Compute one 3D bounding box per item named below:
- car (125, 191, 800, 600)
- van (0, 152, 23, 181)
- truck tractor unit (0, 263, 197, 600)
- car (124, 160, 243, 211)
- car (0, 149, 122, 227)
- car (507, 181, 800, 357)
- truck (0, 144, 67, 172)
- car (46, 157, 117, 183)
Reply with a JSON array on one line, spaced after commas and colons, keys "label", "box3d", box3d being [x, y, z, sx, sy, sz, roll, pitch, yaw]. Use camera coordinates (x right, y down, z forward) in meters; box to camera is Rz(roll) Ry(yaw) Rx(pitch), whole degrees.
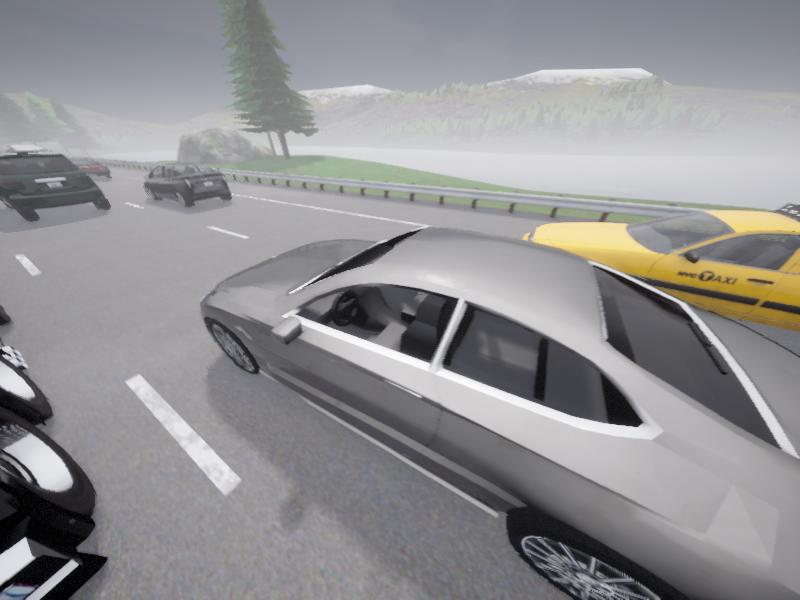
[{"label": "car", "box3d": [0.183, 0.189, 2.324, 5.027, 1.651, 2.152, 18, 39, 24]}, {"label": "van", "box3d": [-31.090, -10.134, 17.146, 4.480, 2.038, 2.069, 18, 39, 24]}, {"label": "truck tractor unit", "box3d": [-5.114, -0.295, 0.789, 6.516, 4.208, 3.053, 18, 39, 24]}, {"label": "car", "box3d": [-9.678, -5.280, 10.382, 4.514, 1.525, 2.007, 18, 39, 24]}, {"label": "car", "box3d": [-14.019, -4.592, 8.988, 5.566, 2.045, 2.150, 18, 39, 24]}, {"label": "car", "box3d": [4.793, -0.605, 3.453, 5.366, 1.575, 1.801, 18, 39, 24]}, {"label": "truck", "box3d": [-37.269, -14.469, 23.398, 6.274, 2.098, 2.390, 18, 39, 24]}, {"label": "car", "box3d": [-23.554, -9.689, 17.077, 4.718, 1.301, 1.895, 18, 39, 24]}]
